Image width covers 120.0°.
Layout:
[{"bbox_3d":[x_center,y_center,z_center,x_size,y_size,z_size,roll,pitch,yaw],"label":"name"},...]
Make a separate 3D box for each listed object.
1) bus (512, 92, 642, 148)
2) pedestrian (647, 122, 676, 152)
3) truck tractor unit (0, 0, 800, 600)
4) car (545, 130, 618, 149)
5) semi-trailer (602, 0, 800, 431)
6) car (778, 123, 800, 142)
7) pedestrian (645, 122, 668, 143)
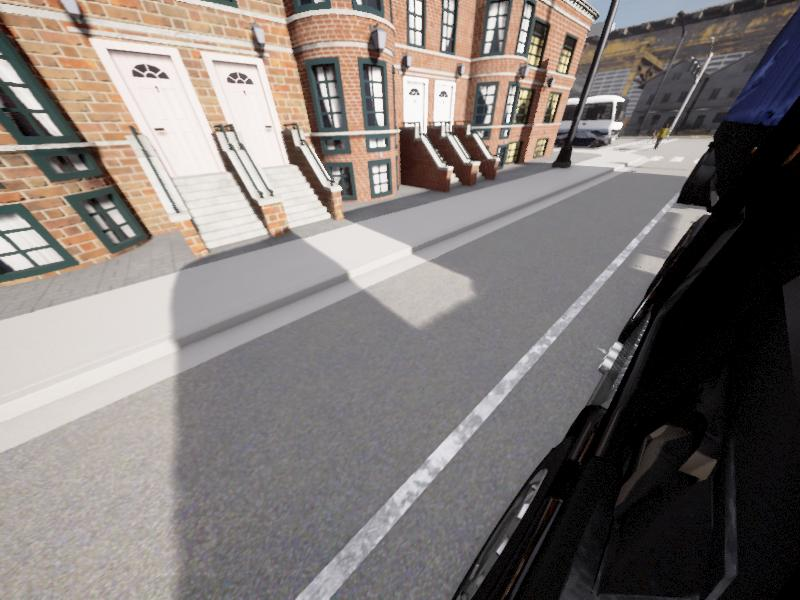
[{"bbox_3d":[19.161,-20.198,26.298,3.944,4.253,10.273,-28,44,-30],"label":"bus"},{"bbox_3d":[20.919,-13.023,18.487,0.751,1.860,0.751,-31,45,-33],"label":"pedestrian"},{"bbox_3d":[2.645,-0.295,0.351,6.516,4.208,3.053,-28,44,-30],"label":"truck tractor unit"},{"bbox_3d":[18.262,-16.340,23.547,2.033,1.411,5.357,-28,44,-30],"label":"car"},{"bbox_3d":[8.477,-3.723,4.468,14.254,4.402,2.717,-30,45,-32],"label":"semi-trailer"},{"bbox_3d":[39.097,-15.083,20.731,2.033,1.411,5.357,-28,43,-30],"label":"car"},{"bbox_3d":[28.492,-18.665,25.708,0.751,1.860,0.751,-12,38,-13],"label":"pedestrian"}]
